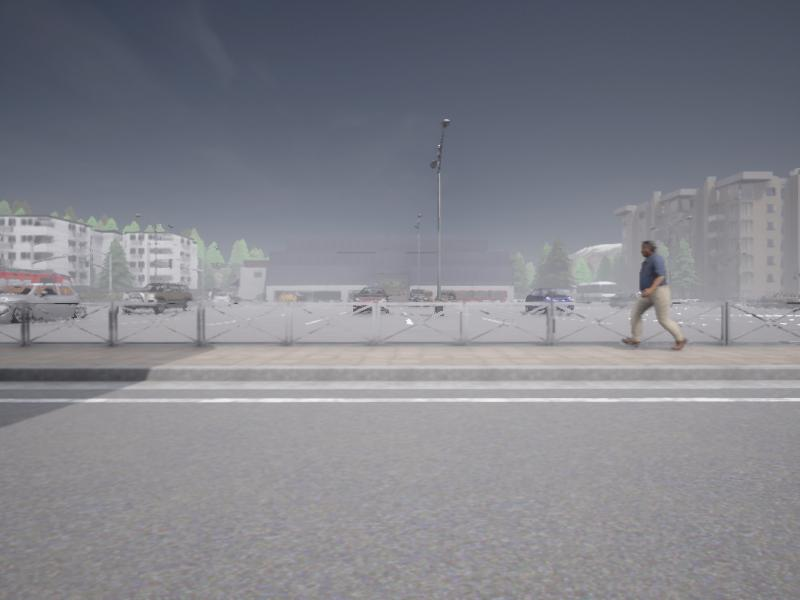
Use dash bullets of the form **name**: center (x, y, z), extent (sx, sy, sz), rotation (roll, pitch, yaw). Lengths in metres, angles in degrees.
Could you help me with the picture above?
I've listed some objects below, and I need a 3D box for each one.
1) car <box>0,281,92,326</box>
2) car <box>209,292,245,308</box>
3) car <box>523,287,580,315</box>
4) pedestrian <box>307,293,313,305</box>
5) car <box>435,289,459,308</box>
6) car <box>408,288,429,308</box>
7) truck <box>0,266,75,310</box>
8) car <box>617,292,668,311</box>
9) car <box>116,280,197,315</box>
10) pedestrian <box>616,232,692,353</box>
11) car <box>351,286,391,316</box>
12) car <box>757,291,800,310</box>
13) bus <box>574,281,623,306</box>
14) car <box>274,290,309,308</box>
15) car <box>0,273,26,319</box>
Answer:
- **car**: center (-13.895, 0.116, 14.885), extent (1.970, 1.475, 3.806), rotation (0, 0, -1)
- **car**: center (-17.365, -0.010, 40.404), extent (1.970, 1.475, 3.806), rotation (0, 0, -1)
- **car**: center (8.469, 0.057, 22.745), extent (1.845, 1.501, 3.633), rotation (0, 0, -1)
- **pedestrian**: center (-14.230, -0.118, 63.165), extent (0.751, 1.860, 0.751), rotation (0, 0, 1)
- **car**: center (4.747, -0.162, 41.272), extent (1.932, 1.855, 4.605), rotation (0, 0, -1)
- **car**: center (1.844, -0.180, 40.843), extent (1.905, 1.878, 3.866), rotation (0, 0, -1)
- **truck**: center (-36.422, -1.083, 38.856), extent (2.891, 3.827, 8.468), rotation (0, 0, 0)
- **car**: center (20.396, 0.113, 33.808), extent (1.970, 1.475, 3.806), rotation (0, 0, -1)
- **car**: center (-13.984, -0.147, 23.364), extent (1.932, 1.855, 4.605), rotation (0, 0, -1)
- **pedestrian**: center (4.121, -0.118, 6.544), extent (0.751, 1.860, 0.751), rotation (0, 0, -1)
- **car**: center (-1.524, 0.044, 22.727), extent (2.007, 1.523, 4.514), rotation (0, 0, -1)
- **car**: center (40.774, 0.022, 42.270), extent (1.932, 1.855, 4.605), rotation (0, 0, -1)
- **bus**: center (36.877, -1.166, 74.815), extent (3.944, 4.253, 10.273), rotation (0, 0, -1)
- **car**: center (-10.950, -0.094, 40.766), extent (2.152, 1.636, 5.027), rotation (0, 0, -1)
- **car**: center (-17.224, -0.165, 15.476), extent (1.905, 1.878, 3.866), rotation (0, 0, -1)
